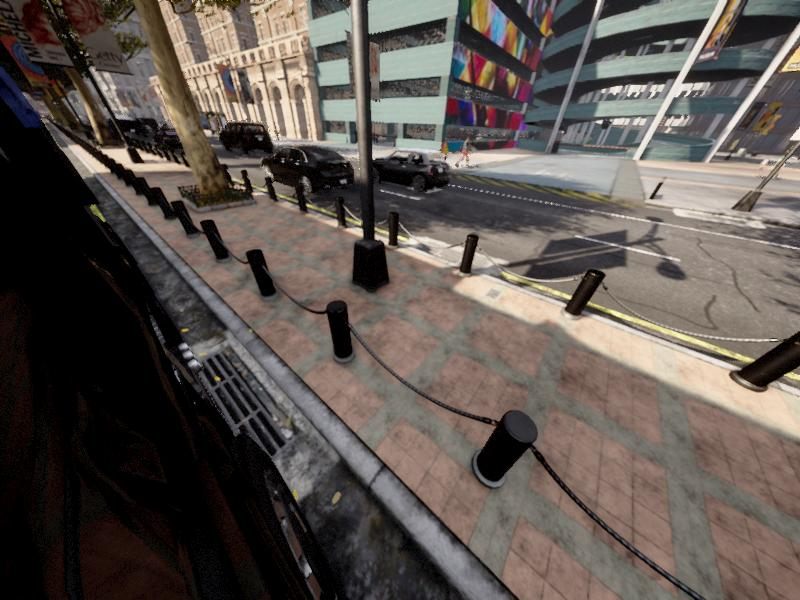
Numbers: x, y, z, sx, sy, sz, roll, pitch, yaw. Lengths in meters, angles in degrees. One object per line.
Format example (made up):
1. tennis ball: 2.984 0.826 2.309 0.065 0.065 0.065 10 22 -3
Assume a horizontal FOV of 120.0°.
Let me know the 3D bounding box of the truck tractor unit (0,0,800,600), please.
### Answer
1. truck tractor unit: -2.645 -0.295 0.351 6.516 4.208 3.053 28 44 30

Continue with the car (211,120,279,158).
1. car: -12.351 -12.884 18.386 5.566 2.045 2.150 28 44 29

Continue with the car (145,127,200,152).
1. car: -18.733 -13.241 19.012 4.181 1.385 1.994 28 43 29

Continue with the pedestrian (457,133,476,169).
1. pedestrian: 4.288 -9.647 14.993 0.751 1.860 0.751 15 38 16

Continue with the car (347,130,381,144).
1. car: -5.371 -24.055 34.098 4.786 1.482 2.161 27 43 29

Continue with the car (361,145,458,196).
1. car: 0.325 -6.040 10.524 3.806 1.475 1.970 28 43 29

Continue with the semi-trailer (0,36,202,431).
1. semi-trailer: -8.744 -3.575 4.179 14.254 4.402 2.717 28 43 29

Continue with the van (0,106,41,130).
1. van: -52.729 -25.252 31.991 6.366 2.431 2.351 28 43 29

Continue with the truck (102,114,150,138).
1. truck: -33.280 -21.139 28.024 6.274 2.098 2.390 28 43 30

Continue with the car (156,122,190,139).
1. car: -27.924 -20.824 28.400 3.705 1.549 1.789 27 43 30

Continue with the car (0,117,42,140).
1. car: -35.516 -15.878 21.358 4.792 1.488 2.163 28 43 29

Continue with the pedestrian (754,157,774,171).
1. pedestrian: 35.336 -13.218 22.422 0.500 1.100 0.500 32 46 33

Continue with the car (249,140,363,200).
1. car: -3.950 -5.572 9.606 4.892 1.490 1.837 28 43 29

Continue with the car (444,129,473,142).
1. car: 13.370 -37.882 53.174 5.566 2.045 2.435 27 43 29

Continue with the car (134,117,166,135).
1. car: -36.710 -25.567 33.904 3.866 1.878 1.905 28 43 29

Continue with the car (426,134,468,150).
1. car: 6.200 -21.240 31.016 4.902 1.511 2.128 27 43 29

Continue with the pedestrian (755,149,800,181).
1. pedestrian: 26.752 -9.558 16.332 0.751 1.860 0.751 20 40 22
